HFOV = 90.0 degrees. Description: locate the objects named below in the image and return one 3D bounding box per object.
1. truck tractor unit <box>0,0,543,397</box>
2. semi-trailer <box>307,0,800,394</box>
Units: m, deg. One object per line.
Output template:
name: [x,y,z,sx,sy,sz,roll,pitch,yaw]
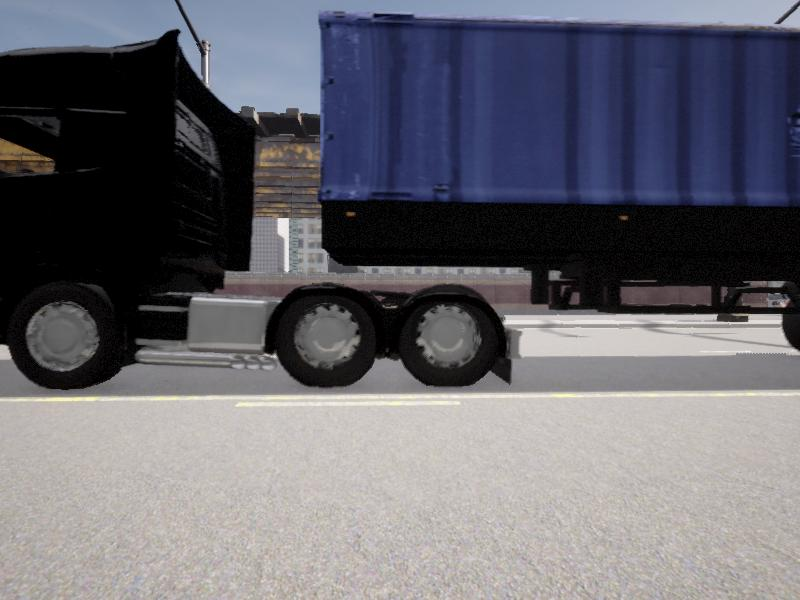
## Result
truck tractor unit: [-1.821,-1.116,5.611,6.516,4.208,3.053,0,0,-2]
semi-trailer: [6.088,-1.216,5.887,14.254,4.402,2.717,0,0,-2]
